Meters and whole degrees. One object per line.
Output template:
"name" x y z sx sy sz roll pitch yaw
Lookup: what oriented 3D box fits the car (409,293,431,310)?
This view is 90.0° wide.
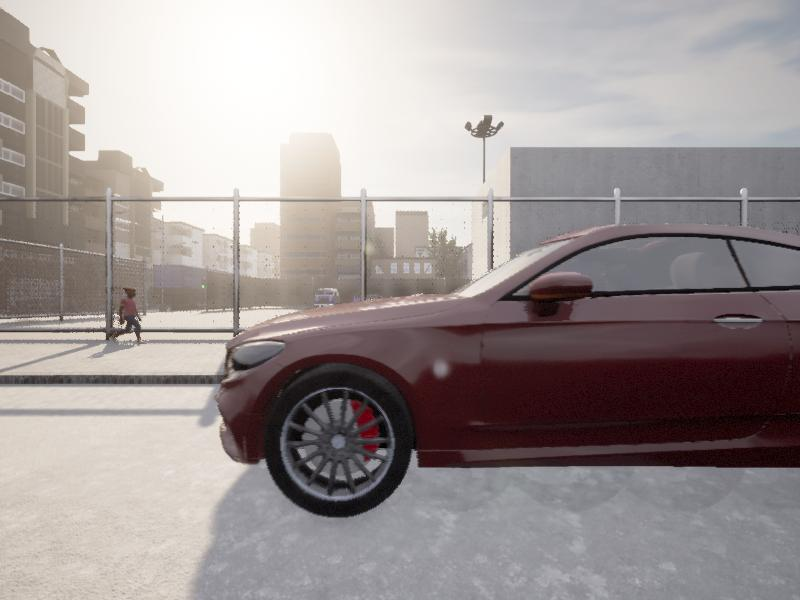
"car" 1.852 0.156 37.981 1.845 1.501 3.633 0 0 0

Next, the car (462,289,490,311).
"car" 6.970 -0.014 37.058 1.905 1.878 3.866 0 0 0

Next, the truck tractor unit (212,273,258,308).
"truck tractor unit" -20.713 -1.121 50.616 3.053 4.208 6.516 0 0 0

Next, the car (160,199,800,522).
"car" 1.268 0.269 2.690 4.674 1.442 1.812 0 0 0

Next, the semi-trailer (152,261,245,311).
"semi-trailer" -20.702 -1.217 42.704 2.717 4.402 14.254 0 0 0

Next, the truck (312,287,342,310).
"truck" -6.788 -0.094 37.725 2.069 2.038 4.478 0 0 0

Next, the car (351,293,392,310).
"car" -2.600 0.146 37.405 3.705 1.547 1.789 0 0 0

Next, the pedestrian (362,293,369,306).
"pedestrian" -4.890 -0.075 57.020 0.751 1.860 0.751 0 0 -35

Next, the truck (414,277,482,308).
"truck" 6.100 -0.923 52.016 8.468 3.827 2.891 0 0 0

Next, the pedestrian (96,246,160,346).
"pedestrian" -5.329 -0.075 7.881 0.751 1.860 0.751 0 0 0

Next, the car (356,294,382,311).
"car" -2.827 0.218 37.564 2.033 1.415 5.357 0 0 0
